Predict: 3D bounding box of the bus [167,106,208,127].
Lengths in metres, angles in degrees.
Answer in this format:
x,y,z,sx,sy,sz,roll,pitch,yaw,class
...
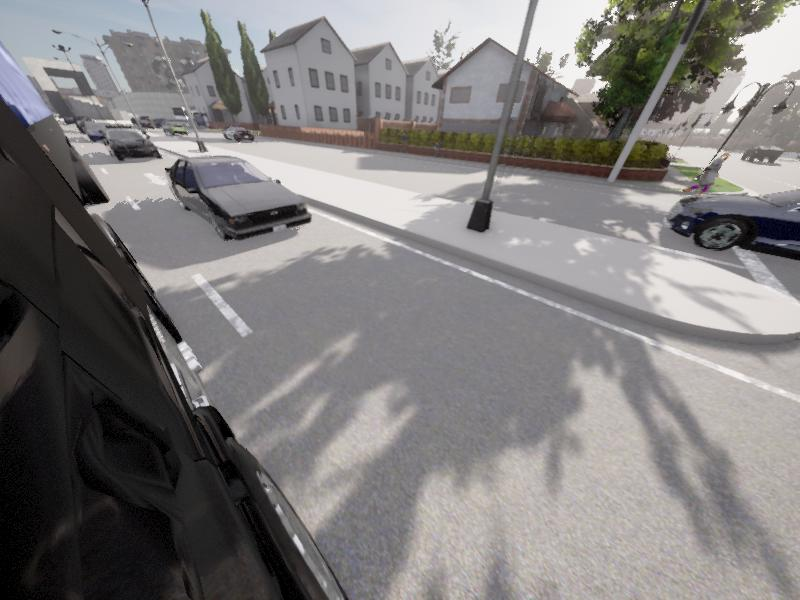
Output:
x,y,z,sx,sy,sz,roll,pitch,yaw,class
-62.058,-53.865,67.992,3.944,4.253,10.273,-5,38,-10,bus

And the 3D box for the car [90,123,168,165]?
x,y,z,sx,sy,sz,roll,pitch,yaw,class
-16.125,-9.326,13.693,5.238,1.638,1.930,28,44,30,car

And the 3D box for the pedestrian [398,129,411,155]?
x,y,z,sx,sy,sz,roll,pitch,yaw,class
0.411,-14.436,21.109,0.751,1.860,0.751,30,45,31,pedestrian

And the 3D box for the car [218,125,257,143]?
x,y,z,sx,sy,sz,roll,pitch,yaw,class
-19.988,-20.449,28.385,4.974,1.542,2.038,29,44,30,car

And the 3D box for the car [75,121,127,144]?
x,y,z,sx,sy,sz,roll,pitch,yaw,class
-27.538,-15.464,21.282,4.792,1.488,2.163,29,44,30,car

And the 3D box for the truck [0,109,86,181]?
x,y,z,sx,sy,sz,roll,pitch,yaw,class
-16.388,-6.872,10.028,6.274,2.098,2.390,28,44,31,truck

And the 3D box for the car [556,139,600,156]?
x,y,z,sx,sy,sz,roll,pitch,yaw,class
21.799,-18.823,28.395,3.806,1.475,1.970,29,44,30,car

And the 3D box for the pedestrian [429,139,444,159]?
x,y,z,sx,sy,sz,roll,pitch,yaw,class
3.084,-12.780,19.539,0.751,1.300,0.751,29,44,31,pedestrian

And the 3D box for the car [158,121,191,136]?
x,y,z,sx,sy,sz,roll,pitch,yaw,class
-31.724,-24.067,32.458,4.514,1.525,2.007,29,44,30,car

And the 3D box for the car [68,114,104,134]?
x,y,z,sx,sy,sz,roll,pitch,yaw,class
-39.460,-22.116,29.047,3.866,1.878,1.905,29,44,30,car

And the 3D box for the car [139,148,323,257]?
x,y,z,sx,sy,sz,roll,pitch,yaw,class
-4.635,-2.979,6.170,5.357,1.411,2.033,29,44,30,car

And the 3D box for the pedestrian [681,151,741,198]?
x,y,z,sx,sy,sz,roll,pitch,yaw,class
14.666,-5.942,10.947,0.751,1.860,0.751,-18,42,-26,pedestrian

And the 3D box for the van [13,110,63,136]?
x,y,z,sx,sy,sz,roll,pitch,yaw,class
-39.337,-19.349,25.236,4.480,2.038,2.069,28,44,30,van

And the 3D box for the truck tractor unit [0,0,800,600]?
x,y,z,sx,sy,sz,roll,pitch,yaw,class
-2.645,-0.295,0.351,6.516,4.208,3.053,28,44,30,truck tractor unit

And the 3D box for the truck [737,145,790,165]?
x,y,z,sx,sy,sz,roll,pitch,yaw,class
54.087,-21.837,34.562,2.390,2.098,6.274,28,44,30,truck

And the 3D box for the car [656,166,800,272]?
x,y,z,sx,sy,sz,roll,pitch,yaw,class
9.527,-1.679,5.157,4.856,1.649,2.033,29,44,30,car

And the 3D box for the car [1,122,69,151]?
x,y,z,sx,sy,sz,roll,pitch,yaw,class
-25.687,-11.651,16.406,4.181,1.385,1.994,29,44,30,car

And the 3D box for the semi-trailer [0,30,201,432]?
x,y,z,sx,sy,sz,roll,pitch,yaw,class
-8.630,-3.671,4.264,14.254,4.402,2.717,29,45,30,semi-trailer
